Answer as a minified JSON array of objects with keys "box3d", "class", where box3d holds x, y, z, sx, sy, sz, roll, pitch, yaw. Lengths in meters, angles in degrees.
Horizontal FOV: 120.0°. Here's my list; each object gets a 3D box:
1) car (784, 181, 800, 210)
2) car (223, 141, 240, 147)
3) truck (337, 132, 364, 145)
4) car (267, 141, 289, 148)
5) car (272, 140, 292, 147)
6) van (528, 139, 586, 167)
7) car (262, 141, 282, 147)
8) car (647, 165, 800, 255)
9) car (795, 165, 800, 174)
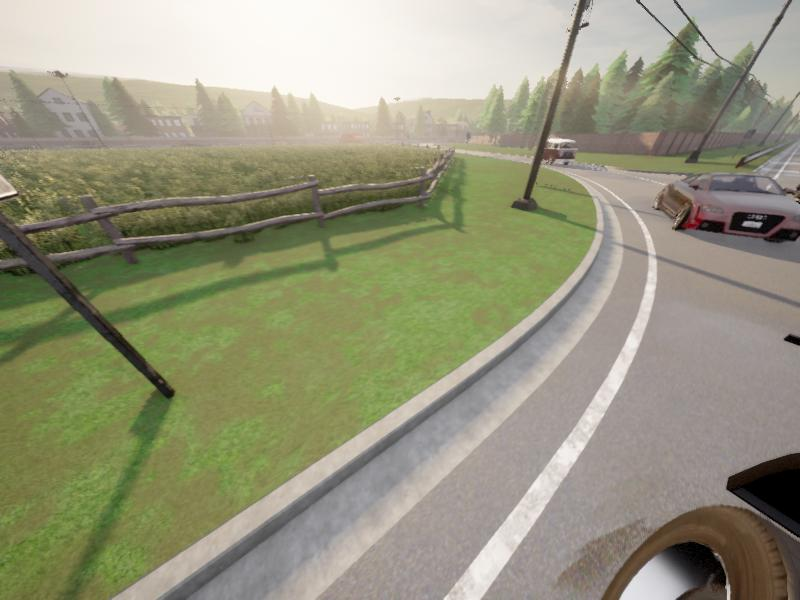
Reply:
[{"box3d":[17.167,-4.468,8.675,5.027,1.651,2.152,-22,41,-28],"class":"car"},{"box3d":[-50.797,-47.089,69.726,3.633,1.501,1.845,-22,41,-27],"class":"car"},{"box3d":[-17.256,-56.597,80.938,8.468,3.827,2.891,-22,41,-27],"class":"truck"},{"box3d":[-35.728,-45.780,67.759,5.366,1.575,1.801,-22,41,-27],"class":"car"},{"box3d":[-37.608,-49.925,73.655,5.008,1.535,1.882,-22,41,-27],"class":"car"},{"box3d":[14.399,-13.841,21.620,2.069,2.038,4.480,-1,35,-2],"class":"van"},{"box3d":[-38.546,-47.097,69.655,5.008,1.535,1.882,-22,41,-27],"class":"car"},{"box3d":[9.451,-2.937,6.794,1.994,1.385,4.181,19,40,26],"class":"car"},{"box3d":[30.471,-9.811,16.252,4.792,1.488,2.163,-22,41,-28],"class":"car"}]
